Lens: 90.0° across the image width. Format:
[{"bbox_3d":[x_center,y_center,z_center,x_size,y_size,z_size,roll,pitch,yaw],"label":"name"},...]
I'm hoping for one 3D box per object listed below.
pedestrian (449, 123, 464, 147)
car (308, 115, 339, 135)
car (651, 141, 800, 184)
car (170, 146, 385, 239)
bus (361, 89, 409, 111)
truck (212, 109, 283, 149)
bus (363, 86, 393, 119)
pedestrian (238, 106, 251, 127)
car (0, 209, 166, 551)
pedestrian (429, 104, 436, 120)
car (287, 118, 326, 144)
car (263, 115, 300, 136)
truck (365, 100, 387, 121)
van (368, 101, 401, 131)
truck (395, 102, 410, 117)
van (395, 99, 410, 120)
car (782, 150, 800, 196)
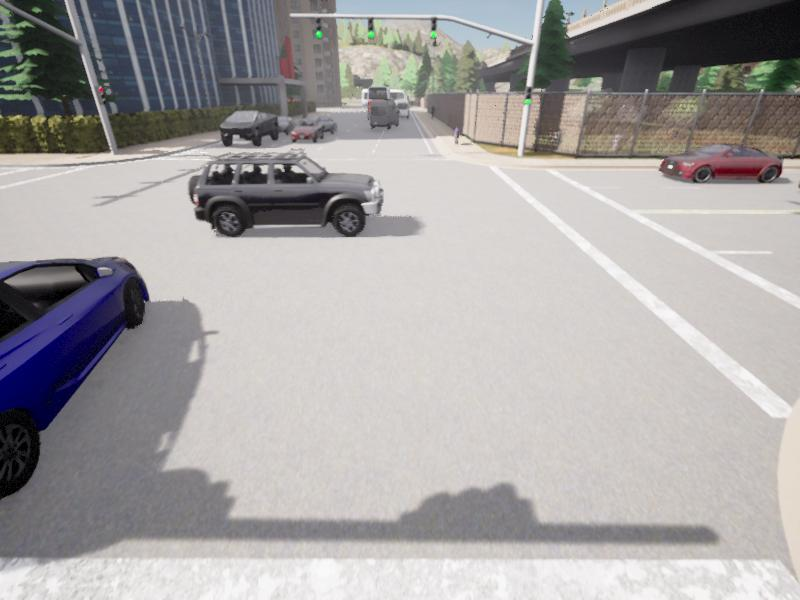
[{"bbox_3d":[3.595,-10.439,25.290,0.751,1.300,0.751,7,28,14],"label":"pedestrian"},{"bbox_3d":[-6.801,-15.701,35.868,1.994,1.385,4.181,0,27,-1],"label":"car"},{"bbox_3d":[13.103,-5.638,16.361,4.181,1.385,1.994,0,27,0],"label":"car"},{"bbox_3d":[-2.730,-2.745,10.032,4.605,1.855,1.932,0,27,1],"label":"car"},{"bbox_3d":[-3.259,-44.038,88.263,10.273,4.253,3.944,0,27,0],"label":"bus"},{"bbox_3d":[-10.336,-12.036,27.883,2.390,2.098,6.274,0,27,0],"label":"truck"},{"bbox_3d":[-3.260,-30.956,62.555,3.944,4.253,10.273,0,27,0],"label":"bus"},{"bbox_3d":[-15.714,-18.533,40.453,0.751,1.860,0.751,3,27,6],"label":"pedestrian"},{"bbox_3d":[-4.432,0.402,4.237,2.007,1.525,4.514,-6,27,-11],"label":"car"},{"bbox_3d":[4.354,-25.154,53.467,0.751,1.860,0.751,2,27,3],"label":"pedestrian"},{"bbox_3d":[-6.826,-12.563,29.611,1.816,1.474,4.193,0,27,0],"label":"car"},{"bbox_3d":[-10.296,-15.321,35.031,1.812,1.442,4.674,0,27,0],"label":"car"},{"bbox_3d":[-3.187,-25.799,54.419,2.627,2.467,5.204,0,27,0],"label":"truck"},{"bbox_3d":[-1.473,-19.077,41.203,1.988,2.561,5.915,5,28,10],"label":"van"},{"bbox_3d":[0.377,-31.519,66.036,2.390,2.098,6.274,0,27,0],"label":"truck"},{"bbox_3d":[0.339,-27.884,58.440,1.988,2.561,5.915,0,27,0],"label":"van"},{"bbox_3d":[16.214,-4.181,13.189,4.611,1.667,2.242,0,27,0],"label":"car"}]
